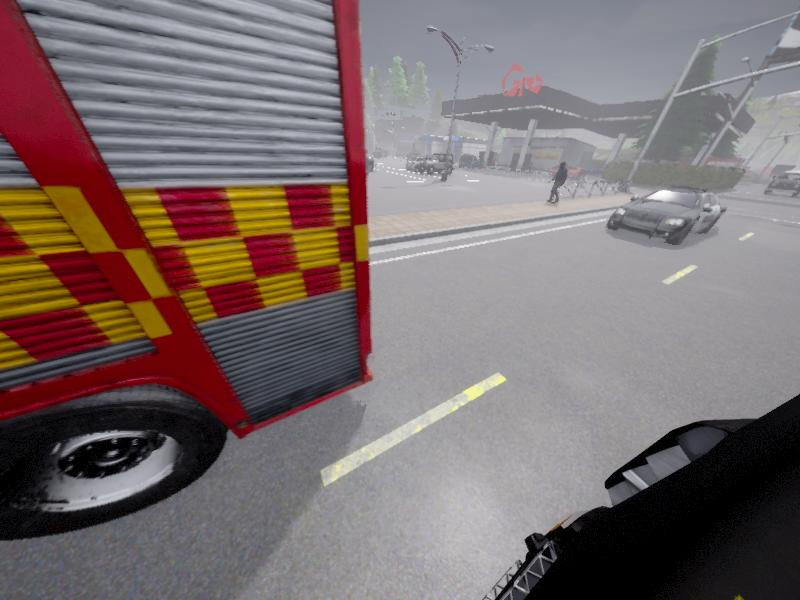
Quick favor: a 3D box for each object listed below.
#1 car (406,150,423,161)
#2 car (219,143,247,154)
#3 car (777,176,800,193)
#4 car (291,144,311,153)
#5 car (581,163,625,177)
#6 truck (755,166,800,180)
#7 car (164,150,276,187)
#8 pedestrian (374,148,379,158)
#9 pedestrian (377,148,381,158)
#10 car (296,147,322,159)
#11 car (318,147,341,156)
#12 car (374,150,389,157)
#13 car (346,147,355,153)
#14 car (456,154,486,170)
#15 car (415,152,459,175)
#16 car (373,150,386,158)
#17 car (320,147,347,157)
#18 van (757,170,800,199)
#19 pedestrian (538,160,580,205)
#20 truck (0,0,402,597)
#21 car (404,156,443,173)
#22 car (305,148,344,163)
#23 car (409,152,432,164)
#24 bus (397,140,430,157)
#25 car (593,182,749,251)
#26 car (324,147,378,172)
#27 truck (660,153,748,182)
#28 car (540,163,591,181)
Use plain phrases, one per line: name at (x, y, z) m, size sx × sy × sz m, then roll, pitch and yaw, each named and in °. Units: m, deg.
car at (3.183, -33.006, 52.783) m, size 1.905 × 1.878 × 3.866 m, roll -15°, pitch 37°, yaw -26°
car at (-30.740, -27.964, 42.563) m, size 3.806 × 1.475 × 1.970 m, roll -16°, pitch 38°, yaw -26°
car at (45.200, -13.068, 26.120) m, size 4.674 × 1.442 × 1.812 m, roll -16°, pitch 37°, yaw -25°
car at (-27.365, -42.127, 64.119) m, size 4.605 × 1.855 × 1.932 m, roll -16°, pitch 38°, yaw -26°
car at (33.448, -21.542, 38.226) m, size 2.242 × 1.667 × 4.611 m, roll -16°, pitch 38°, yaw -26°
truck at (91.926, -30.812, 56.140) m, size 2.627 × 2.467 × 5.204 m, roll -15°, pitch 38°, yaw -26°
car at (-9.904, -7.542, 13.211) m, size 4.514 × 1.523 × 2.007 m, roll -16°, pitch 38°, yaw -26°
pedestrian at (-5.303, -33.316, 52.276) m, size 0.751 × 1.860 × 0.751 m, roll -12°, pitch 36°, yaw -21°
pedestrian at (-4.595, -32.220, 50.676) m, size 0.751 × 1.860 × 0.751 m, roll -14°, pitch 37°, yaw -24°
car at (-15.242, -24.734, 38.817) m, size 3.633 × 1.501 × 1.845 m, roll -16°, pitch 38°, yaw -26°
car at (-16.116, -34.009, 52.809) m, size 4.514 × 1.523 × 2.007 m, roll -16°, pitch 38°, yaw -26°
car at (-5.301, -41.383, 65.144) m, size 2.163 × 1.488 × 4.792 m, roll -15°, pitch 38°, yaw -26°
car at (-17.955, -54.191, 83.403) m, size 1.789 × 1.549 × 3.705 m, roll -16°, pitch 38°, yaw -26°
car at (10.911, -21.296, 35.704) m, size 1.905 × 1.878 × 3.866 m, roll -15°, pitch 38°, yaw -26°
car at (3.761, -13.886, 23.511) m, size 3.866 × 1.878 × 1.905 m, roll -16°, pitch 38°, yaw -26°
car at (-5.354, -37.490, 59.331) m, size 1.970 × 1.475 × 3.806 m, roll -15°, pitch 38°, yaw -26°
car at (-14.506, -32.472, 50.598) m, size 5.027 × 1.636 × 2.152 m, roll -16°, pitch 38°, yaw -26°
van at (35.613, -10.649, 21.123) m, size 4.480 × 2.038 × 2.069 m, roll -15°, pitch 38°, yaw -26°
pedestrian at (7.592, -5.645, 11.128) m, size 0.751 × 1.860 × 0.751 m, roll -1°, pitch 34°, yaw -6°
truck at (-4.413, -0.222, 0.492) m, size 8.468 × 3.827 × 2.891 m, roll -16°, pitch 38°, yaw -26°
car at (2.619, -15.449, 26.297) m, size 3.806 × 1.475 × 1.970 m, roll -16°, pitch 38°, yaw -26°
car at (-10.295, -19.780, 31.686) m, size 4.514 × 1.523 × 2.007 m, roll -16°, pitch 38°, yaw -26°
car at (4.051, -28.101, 45.681) m, size 2.033 × 1.649 × 4.856 m, roll -15°, pitch 38°, yaw -26°
bus at (4.549, -50.134, 76.651) m, size 10.273 × 4.253 × 3.944 m, roll -16°, pitch 38°, yaw -26°
car at (9.570, -3.169, 8.175) m, size 4.974 × 1.542 × 2.038 m, roll -15°, pitch 37°, yaw -26°
car at (-4.690, -13.589, 22.414) m, size 4.605 × 1.855 × 1.932 m, roll -16°, pitch 38°, yaw -26°
truck at (54.275, -24.101, 41.704) m, size 2.891 × 3.827 × 8.468 m, roll -15°, pitch 38°, yaw -25°
car at (20.143, -15.729, 28.366) m, size 2.007 × 1.525 × 4.514 m, roll -15°, pitch 38°, yaw -26°
